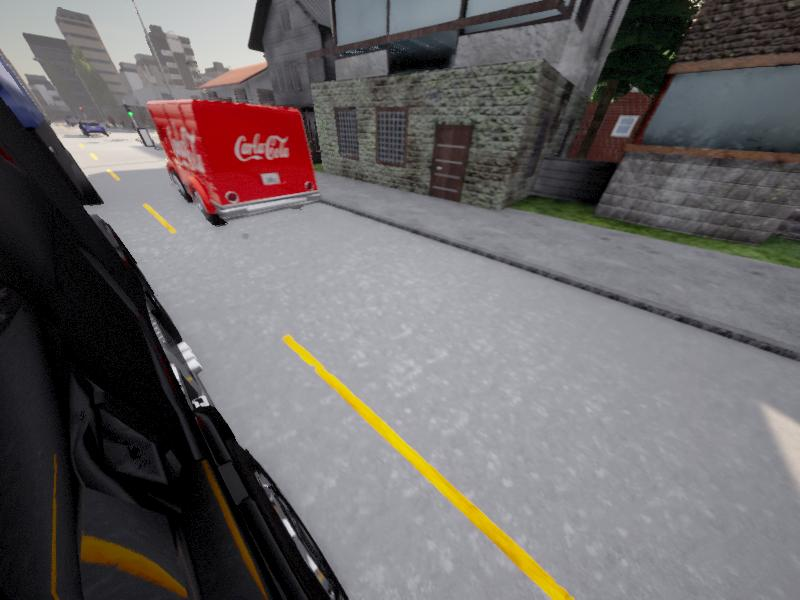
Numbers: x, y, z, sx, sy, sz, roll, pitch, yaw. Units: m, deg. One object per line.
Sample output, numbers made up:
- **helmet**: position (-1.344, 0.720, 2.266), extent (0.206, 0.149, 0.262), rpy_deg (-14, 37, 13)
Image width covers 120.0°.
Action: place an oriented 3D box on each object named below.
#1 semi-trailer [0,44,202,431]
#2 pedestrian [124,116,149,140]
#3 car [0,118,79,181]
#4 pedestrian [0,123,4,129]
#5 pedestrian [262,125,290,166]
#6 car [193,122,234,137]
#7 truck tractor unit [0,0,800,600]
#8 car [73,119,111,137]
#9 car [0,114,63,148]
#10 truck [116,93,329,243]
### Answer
- **semi-trailer**: position (-8.699, -3.602, 4.229), extent (14.254, 4.402, 2.717), rpy_deg (28, 44, 30)
- **pedestrian**: position (-27.210, -17.756, 23.878), extent (0.751, 1.860, 0.751), rpy_deg (8, 37, 7)
- **car**: position (-15.918, -6.556, 9.847), extent (4.605, 1.855, 1.932), rpy_deg (29, 44, 31)
- **pedestrian**: position (-49.803, -21.995, 28.142), extent (0.751, 1.860, 0.751), rpy_deg (28, 43, 29)
- **pedestrian**: position (-7.024, -8.788, 13.162), extent (0.751, 1.860, 0.751), rpy_deg (-26, 45, -32)
- **car**: position (-27.251, -24.984, 33.933), extent (1.851, 1.617, 3.988), rpy_deg (28, 44, 30)
- **truck tractor unit**: position (-2.645, -0.295, 0.352), extent (6.516, 4.208, 3.053), rpy_deg (28, 44, 30)
- **car**: position (-36.495, -20.419, 27.350), extent (4.514, 1.525, 2.007), rpy_deg (28, 44, 30)
- **car**: position (-27.419, -12.602, 17.186), extent (3.866, 1.878, 1.905), rpy_deg (28, 44, 30)
- **truck**: position (-4.851, -3.890, 6.474), extent (5.204, 2.467, 2.627), rpy_deg (28, 44, 30)
